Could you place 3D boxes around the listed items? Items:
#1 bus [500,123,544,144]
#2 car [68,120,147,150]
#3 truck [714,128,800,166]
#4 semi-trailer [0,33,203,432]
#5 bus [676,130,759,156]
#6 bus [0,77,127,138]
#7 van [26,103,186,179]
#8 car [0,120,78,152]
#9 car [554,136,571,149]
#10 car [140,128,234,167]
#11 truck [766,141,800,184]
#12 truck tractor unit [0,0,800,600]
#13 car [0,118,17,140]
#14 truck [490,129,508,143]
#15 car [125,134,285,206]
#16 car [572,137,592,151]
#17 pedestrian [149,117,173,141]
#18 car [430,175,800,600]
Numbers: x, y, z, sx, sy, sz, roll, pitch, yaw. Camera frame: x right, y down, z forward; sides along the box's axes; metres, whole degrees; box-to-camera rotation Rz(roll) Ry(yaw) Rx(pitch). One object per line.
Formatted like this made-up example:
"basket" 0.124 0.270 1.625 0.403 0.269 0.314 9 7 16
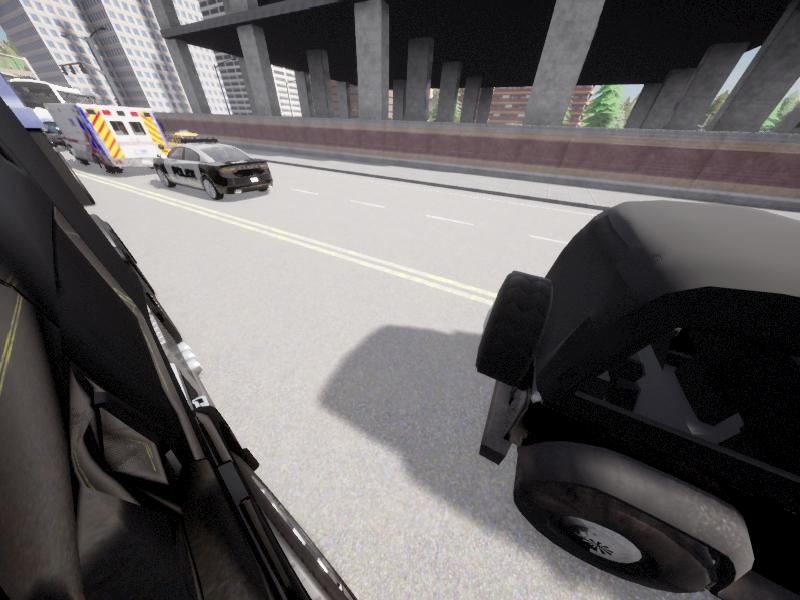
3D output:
"bus" 35.120 -48.135 66.729 10.273 4.253 3.944 20 40 22
"car" -23.035 -13.038 18.245 4.611 1.667 2.242 20 40 21
"truck" 48.826 -21.140 31.736 2.891 3.827 8.468 20 40 21
"semi-trailer" -8.775 -3.551 4.152 14.254 4.402 2.717 27 43 29
"bus" 70.238 -35.076 51.468 10.273 4.253 3.944 5 37 3
"bus" -35.884 -20.513 25.249 3.944 4.253 10.273 -17 40 -23
"van" -13.975 -7.728 11.077 6.366 2.431 2.351 20 40 21
"car" -25.585 -11.498 16.158 4.902 1.511 2.128 20 40 21
"car" 29.372 -28.523 41.781 1.905 1.878 3.866 20 40 21
"car" -12.982 -9.415 14.104 5.366 1.575 1.801 20 40 21
"truck" 30.283 -9.471 16.078 2.627 2.467 5.204 20 40 21
"truck tractor unit" -2.645 -0.295 0.351 6.516 4.208 3.053 28 44 30
"car" -36.376 -14.903 19.998 3.705 1.549 1.789 13 37 13
"truck" 23.509 -38.791 54.718 2.615 2.467 5.204 20 40 21
"car" -7.058 -4.937 8.437 5.238 1.638 1.930 20 40 21
"car" 31.948 -27.598 40.706 1.905 1.878 3.866 20 40 21
"pedestrian" -24.410 -17.471 23.638 0.751 1.860 0.751 9 37 8
"car" 2.425 0.734 1.235 3.866 1.878 1.905 20 40 21
